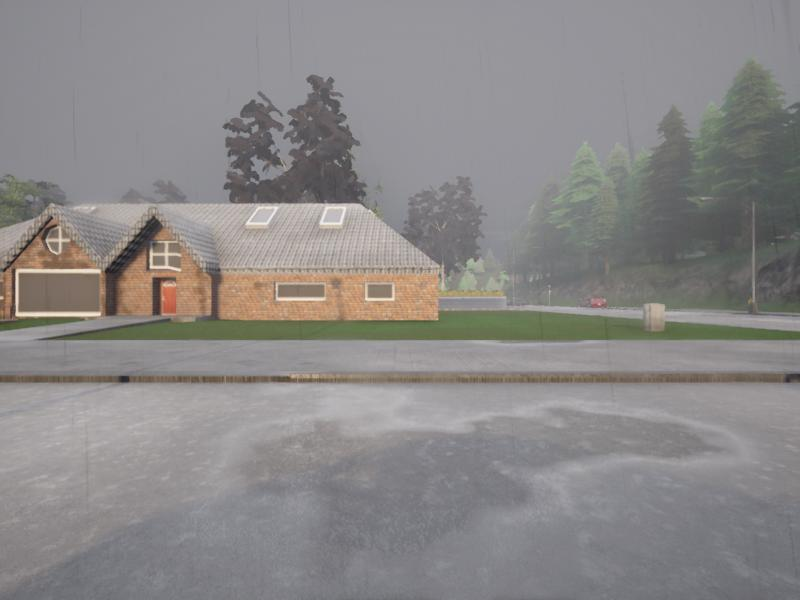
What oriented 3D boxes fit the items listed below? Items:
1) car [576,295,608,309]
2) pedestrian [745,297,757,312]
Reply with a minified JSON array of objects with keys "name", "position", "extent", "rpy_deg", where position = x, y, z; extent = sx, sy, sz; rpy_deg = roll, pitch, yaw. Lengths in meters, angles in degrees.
[{"name":"car","position":[21.230,0.227,44.432],"extent":[1.845,1.501,3.633],"rpy_deg":[0,0,0]},{"name":"pedestrian","position":[25.354,0.313,28.885],"extent":[0.500,1.100,0.500],"rpy_deg":[0,0,17]}]
